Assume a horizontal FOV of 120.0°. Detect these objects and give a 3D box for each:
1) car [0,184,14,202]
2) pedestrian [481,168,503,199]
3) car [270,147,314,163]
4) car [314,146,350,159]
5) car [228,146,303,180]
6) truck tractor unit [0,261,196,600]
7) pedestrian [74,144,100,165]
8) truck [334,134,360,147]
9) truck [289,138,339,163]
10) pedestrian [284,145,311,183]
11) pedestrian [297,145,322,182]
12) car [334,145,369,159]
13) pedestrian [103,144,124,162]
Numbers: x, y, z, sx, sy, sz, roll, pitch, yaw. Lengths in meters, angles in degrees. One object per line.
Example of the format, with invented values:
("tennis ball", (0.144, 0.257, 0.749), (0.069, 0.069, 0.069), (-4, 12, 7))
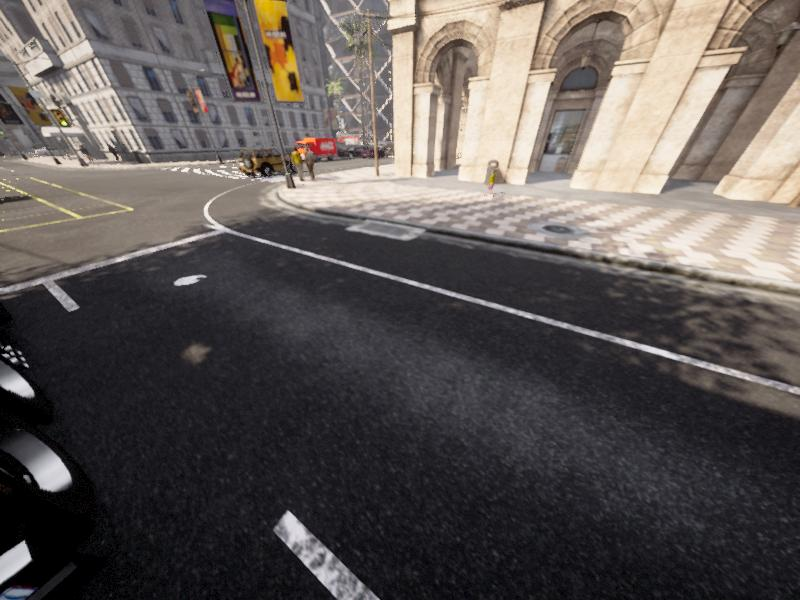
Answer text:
("car", (-19.650, -4.070, 8.720), (1.837, 1.490, 4.892), (2, 35, 5))
("pedestrian", (3.915, -4.955, 9.819), (0.500, 1.100, 0.500), (27, 43, 33))
("car", (-13.941, -19.045, 30.192), (1.837, 1.490, 4.892), (18, 39, 24))
("car", (-10.329, -22.671, 35.458), (2.033, 1.411, 5.357), (18, 39, 24))
("car", (-10.023, -10.692, 17.820), (1.932, 1.855, 4.605), (11, 37, 18))
("truck tractor unit", (-5.105, -0.306, 0.788), (6.516, 4.208, 3.053), (19, 39, 24))
("pedestrian", (-34.159, -15.900, 25.223), (0.751, 1.860, 0.751), (13, 37, 19))
("truck", (-19.071, -57.705, 83.751), (8.468, 3.827, 2.891), (1, 35, 2))
("truck", (-10.565, -18.823, 28.982), (2.627, 2.467, 5.204), (17, 39, 24))
("pedestrian", (-6.017, -8.060, 13.704), (0.751, 1.860, 0.751), (8, 36, 12))
("pedestrian", (-5.460, -8.264, 13.993), (0.751, 1.860, 0.751), (24, 41, 30))
("car", (-7.072, -22.010, 34.262), (1.930, 1.638, 5.238), (18, 39, 24))
("pedestrian", (-35.488, -18.267, 28.637), (0.751, 1.860, 0.751), (18, 39, 24))
